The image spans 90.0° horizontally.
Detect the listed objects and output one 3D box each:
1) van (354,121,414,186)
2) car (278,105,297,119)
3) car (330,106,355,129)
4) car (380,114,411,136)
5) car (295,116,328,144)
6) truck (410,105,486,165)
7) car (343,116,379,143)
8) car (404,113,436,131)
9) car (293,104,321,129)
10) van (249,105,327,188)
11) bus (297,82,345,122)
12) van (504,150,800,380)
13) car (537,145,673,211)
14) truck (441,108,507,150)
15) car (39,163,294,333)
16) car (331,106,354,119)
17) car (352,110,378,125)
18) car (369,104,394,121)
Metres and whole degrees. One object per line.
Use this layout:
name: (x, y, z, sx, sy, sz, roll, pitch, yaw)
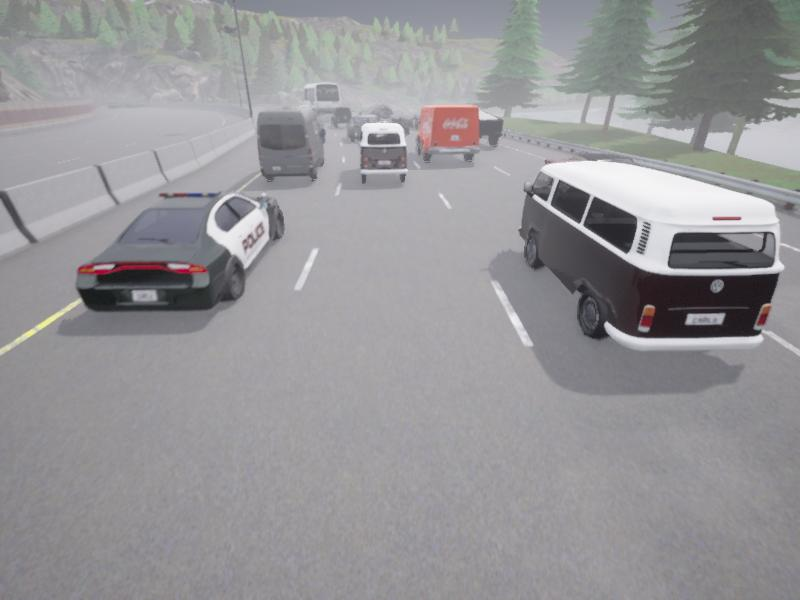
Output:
van: (-0.769, -6.055, 16.124, 2.069, 2.038, 4.480, -3, 26, -5)
car: (-16.101, -26.947, 57.251, 1.851, 1.617, 3.988, -11, 29, -20)
car: (-5.950, -18.722, 40.945, 1.905, 1.878, 3.866, -7, 28, -13)
car: (-0.425, -15.033, 34.224, 1.816, 1.474, 4.193, -6, 28, -11)
car: (-6.351, -12.356, 28.967, 2.007, 1.525, 4.514, -5, 28, -9)
truck: (2.197, -8.581, 20.532, 2.627, 2.467, 5.204, -3, 25, -7)
car: (-2.954, -12.754, 29.756, 2.128, 1.511, 4.902, -5, 28, -10)
car: (1.866, -17.541, 39.294, 1.895, 1.301, 4.718, -7, 28, -12)
car: (-9.625, -18.908, 41.137, 2.150, 2.045, 5.566, -7, 28, -14)
van: (-4.356, -6.610, 16.693, 1.988, 2.561, 5.915, -2, 28, -5)
bus: (-10.512, -25.984, 52.484, 3.944, 4.253, 10.273, -10, 29, -18)
van: (3.383, -0.998, 6.320, 2.069, 2.038, 4.480, -1, 27, -2)
car: (6.514, -4.273, 13.497, 1.895, 1.301, 4.718, -2, 27, -3)
truck: (4.712, -11.607, 26.877, 2.390, 2.098, 6.274, -4, 27, -8)
car: (-3.659, -1.393, 7.671, 2.038, 1.542, 4.974, -1, 28, -2)
car: (-8.174, -26.524, 56.510, 2.007, 1.525, 4.514, -10, 29, -19)
car: (-4.130, -21.312, 46.628, 1.895, 1.301, 4.718, -8, 28, -15)
car: (-2.382, -24.207, 51.616, 1.932, 1.855, 4.605, -9, 28, -17)
